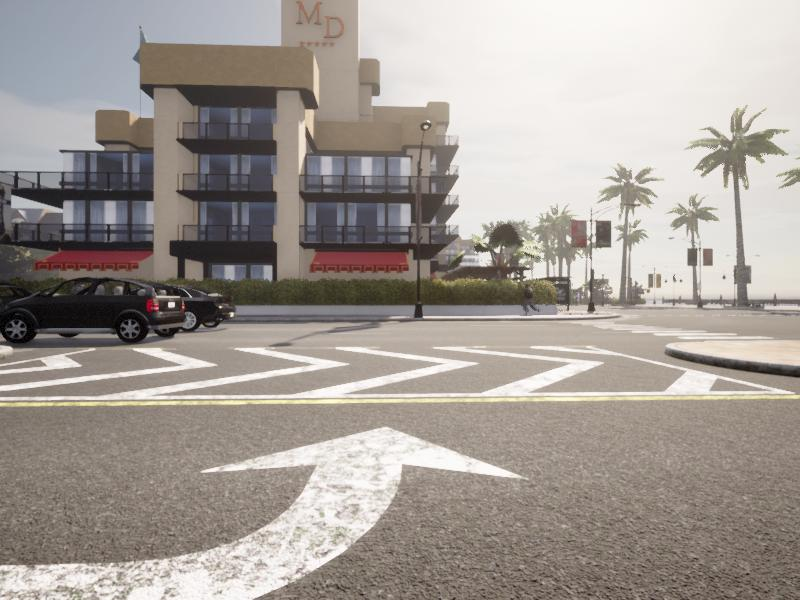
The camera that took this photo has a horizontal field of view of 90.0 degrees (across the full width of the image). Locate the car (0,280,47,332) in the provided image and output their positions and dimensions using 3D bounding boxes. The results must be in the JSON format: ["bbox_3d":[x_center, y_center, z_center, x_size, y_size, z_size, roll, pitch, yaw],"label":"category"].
[{"bbox_3d":[-14.428,0.188,13.124,3.988,1.617,1.851,0,0,-2],"label":"car"}]

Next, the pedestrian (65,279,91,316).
[{"bbox_3d":[-16.305,-0.115,20.259,0.751,1.860,0.751,0,0,-3],"label":"pedestrian"}]

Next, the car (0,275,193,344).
[{"bbox_3d":[-7.446,0.215,9.891,3.705,1.549,1.789,0,0,-2],"label":"car"}]

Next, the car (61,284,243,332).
[{"bbox_3d":[-8.070,0.245,13.370,4.892,1.490,1.837,0,0,-2],"label":"car"}]

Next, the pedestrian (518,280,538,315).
[{"bbox_3d":[6.974,-0.115,21.806,0.751,1.860,0.751,0,0,-27],"label":"pedestrian"}]
